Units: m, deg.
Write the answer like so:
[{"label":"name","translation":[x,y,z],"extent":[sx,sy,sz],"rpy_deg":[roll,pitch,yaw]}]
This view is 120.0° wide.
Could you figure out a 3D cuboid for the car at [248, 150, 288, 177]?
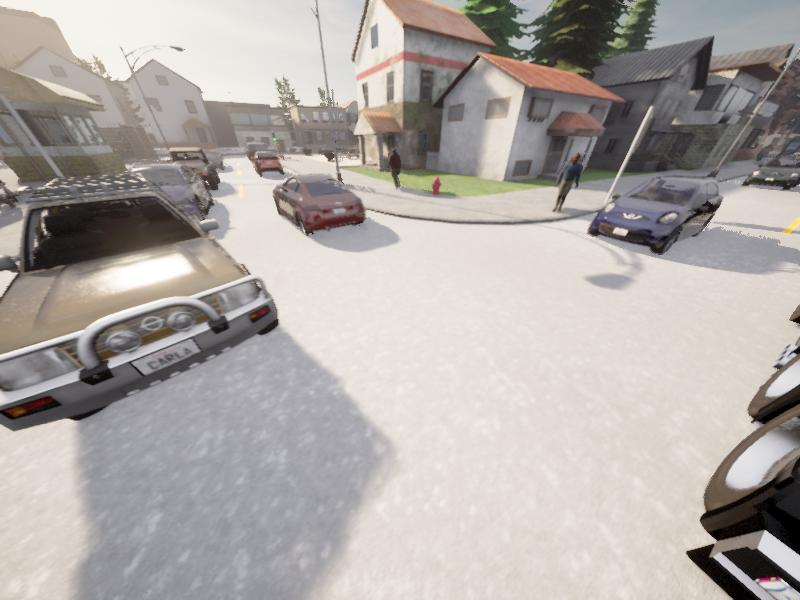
[{"label":"car","translation":[-10.451,-10.819,18.145],"extent":[2.007,1.525,4.514],"rpy_deg":[-18,39,-24]}]

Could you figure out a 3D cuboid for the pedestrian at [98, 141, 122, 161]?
[{"label":"pedestrian","translation":[-32.183,-16.543,25.695],"extent":[0.751,1.860,0.751],"rpy_deg":[-15,38,-21]}]

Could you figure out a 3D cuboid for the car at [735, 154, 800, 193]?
[{"label":"car","translation":[22.188,-7.444,13.470],"extent":[3.988,1.617,1.851],"rpy_deg":[-18,39,-24]}]

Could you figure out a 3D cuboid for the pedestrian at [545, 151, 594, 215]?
[{"label":"pedestrian","translation":[5.788,-4.029,7.991],"extent":[0.751,1.860,0.751],"rpy_deg":[19,39,25]}]

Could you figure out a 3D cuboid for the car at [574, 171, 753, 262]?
[{"label":"car","translation":[6.992,-2.453,6.246],"extent":[3.633,1.501,1.845],"rpy_deg":[-18,39,-24]}]

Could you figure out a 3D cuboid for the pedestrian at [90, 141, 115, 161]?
[{"label":"pedestrian","translation":[-32.993,-16.501,25.628],"extent":[0.751,1.860,0.751],"rpy_deg":[-12,37,-17]}]

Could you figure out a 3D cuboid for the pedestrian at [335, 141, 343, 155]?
[{"label":"pedestrian","translation":[-9.745,-24.339,37.059],"extent":[0.751,1.860,0.751],"rpy_deg":[-16,38,-22]}]

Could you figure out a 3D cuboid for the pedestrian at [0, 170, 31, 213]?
[{"label":"pedestrian","translation":[-14.029,-3.982,7.756],"extent":[0.751,1.860,0.751],"rpy_deg":[-18,39,-25]}]

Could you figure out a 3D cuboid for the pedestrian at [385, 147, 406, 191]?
[{"label":"pedestrian","translation":[-0.224,-6.646,11.708],"extent":[0.751,1.860,0.751],"rpy_deg":[-18,39,-24]}]

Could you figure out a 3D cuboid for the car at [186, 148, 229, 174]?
[{"label":"car","translation":[-16.342,-12.055,19.888],"extent":[2.128,1.511,4.902],"rpy_deg":[-18,39,-25]}]

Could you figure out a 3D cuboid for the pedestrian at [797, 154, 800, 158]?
[{"label":"pedestrian","translation":[63.440,-23.193,35.968],"extent":[0.751,1.860,0.751],"rpy_deg":[29,44,35]}]

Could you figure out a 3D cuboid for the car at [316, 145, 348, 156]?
[{"label":"car","translation":[-11.857,-26.177,40.258],"extent":[4.792,1.488,2.163],"rpy_deg":[-18,39,-25]}]

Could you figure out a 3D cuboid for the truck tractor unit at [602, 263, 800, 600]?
[{"label":"truck tractor unit","translation":[5.107,-0.304,0.782],"extent":[6.516,4.208,3.053],"rpy_deg":[-18,39,-24]}]

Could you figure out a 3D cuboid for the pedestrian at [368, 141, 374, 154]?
[{"label":"pedestrian","translation":[-5.088,-26.334,39.963],"extent":[0.751,1.860,0.751],"rpy_deg":[-12,37,-17]}]

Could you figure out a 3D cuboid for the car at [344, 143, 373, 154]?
[{"label":"car","translation":[-8.180,-30.106,45.849],"extent":[5.366,1.575,1.801],"rpy_deg":[-19,39,-25]}]

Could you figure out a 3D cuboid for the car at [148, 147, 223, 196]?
[{"label":"car","translation":[-11.090,-7.009,12.343],"extent":[1.905,1.878,3.866],"rpy_deg":[-18,39,-24]}]

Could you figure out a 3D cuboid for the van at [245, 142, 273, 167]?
[{"label":"van","translation":[-14.786,-15.303,24.160],"extent":[1.775,1.987,4.442],"rpy_deg":[-18,39,-24]}]

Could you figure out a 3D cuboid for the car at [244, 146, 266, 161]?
[{"label":"car","translation":[-19.306,-19.554,30.683],"extent":[1.816,1.474,4.193],"rpy_deg":[-18,39,-25]}]

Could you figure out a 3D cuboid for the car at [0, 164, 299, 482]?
[{"label":"car","translation":[-3.610,-0.619,3.223],"extent":[4.605,1.855,1.932],"rpy_deg":[30,44,35]}]

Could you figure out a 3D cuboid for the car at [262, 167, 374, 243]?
[{"label":"car","translation":[-2.853,-3.407,7.684],"extent":[1.994,1.385,4.181],"rpy_deg":[-23,41,-29]}]

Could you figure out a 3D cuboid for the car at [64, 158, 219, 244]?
[{"label":"car","translation":[-7.781,-3.628,7.738],"extent":[2.033,1.649,4.856],"rpy_deg":[-18,39,-24]}]
